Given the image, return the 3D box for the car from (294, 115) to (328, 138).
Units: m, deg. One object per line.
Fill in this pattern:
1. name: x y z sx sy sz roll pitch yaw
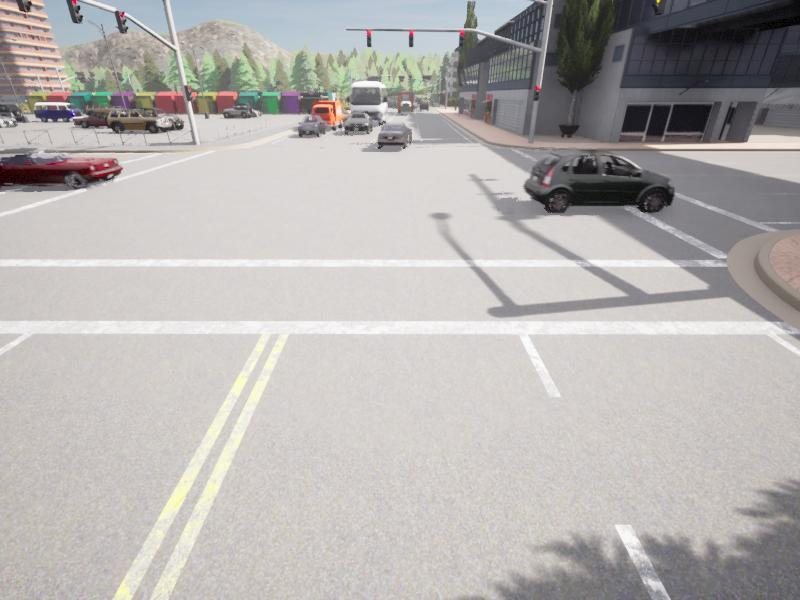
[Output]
1. car: -7.088 -14.022 32.222 1.845 1.501 3.633 0 27 1

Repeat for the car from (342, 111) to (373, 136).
1. car: -3.563 -15.371 34.747 2.152 1.651 5.027 0 27 0

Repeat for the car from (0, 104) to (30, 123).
1. car: -45.218 -21.221 45.515 3.866 1.878 1.905 0 27 0

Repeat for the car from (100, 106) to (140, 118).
1. car: -38.811 -26.115 55.491 3.905 1.438 1.784 0 27 0

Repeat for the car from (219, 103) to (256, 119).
1. car: -21.360 -24.970 52.811 3.866 1.878 1.905 0 27 0

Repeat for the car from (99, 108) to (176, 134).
1. car: -21.418 -14.680 32.781 4.605 1.855 1.932 0 27 0

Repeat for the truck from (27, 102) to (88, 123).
1. truck: -38.838 -21.306 45.467 4.478 2.038 2.069 0 27 0

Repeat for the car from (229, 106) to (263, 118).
1. car: -21.344 -26.081 55.495 3.806 1.475 1.970 0 27 0

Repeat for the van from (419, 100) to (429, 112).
1. van: 4.807 -38.678 79.700 1.775 1.987 4.442 1 27 1

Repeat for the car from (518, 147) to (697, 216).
1. car: 5.810 -3.512 11.687 3.988 1.617 1.851 0 27 -1

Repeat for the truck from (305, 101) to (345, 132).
1. truck: -6.972 -17.546 38.051 2.627 2.467 5.204 1 27 1

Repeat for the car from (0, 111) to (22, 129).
1. car: -38.821 -17.040 37.901 3.806 1.475 1.970 0 27 0

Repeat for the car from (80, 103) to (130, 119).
1. car: -38.880 -24.978 52.819 4.605 1.855 1.932 0 27 0

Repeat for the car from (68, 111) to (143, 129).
1. car: -27.795 -17.041 37.889 5.357 1.415 2.033 0 27 0

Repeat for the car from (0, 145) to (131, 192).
1. car: -12.933 -4.796 14.527 4.718 1.301 1.895 -2 27 -3

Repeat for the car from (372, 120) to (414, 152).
1. car: -0.321 -10.687 25.882 2.033 1.411 5.357 3 27 5

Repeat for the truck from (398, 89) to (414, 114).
1. truck: 1.143 -36.698 73.829 2.891 3.827 8.468 1 27 1

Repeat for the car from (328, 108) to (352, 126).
1. car: -6.754 -20.930 45.609 1.801 1.575 5.366 1 27 1

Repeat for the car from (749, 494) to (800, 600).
1. car: 3.500 2.270 0.697 1.994 1.385 4.181 0 27 0

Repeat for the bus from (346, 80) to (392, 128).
1. bus: -3.154 -21.717 44.212 3.944 4.253 10.273 1 28 1

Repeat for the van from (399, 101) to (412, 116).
1. van: 0.995 -31.513 65.705 2.069 2.038 4.480 1 27 1

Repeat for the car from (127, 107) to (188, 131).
1. car: -21.359 -16.001 35.357 3.866 1.878 1.905 0 27 0
